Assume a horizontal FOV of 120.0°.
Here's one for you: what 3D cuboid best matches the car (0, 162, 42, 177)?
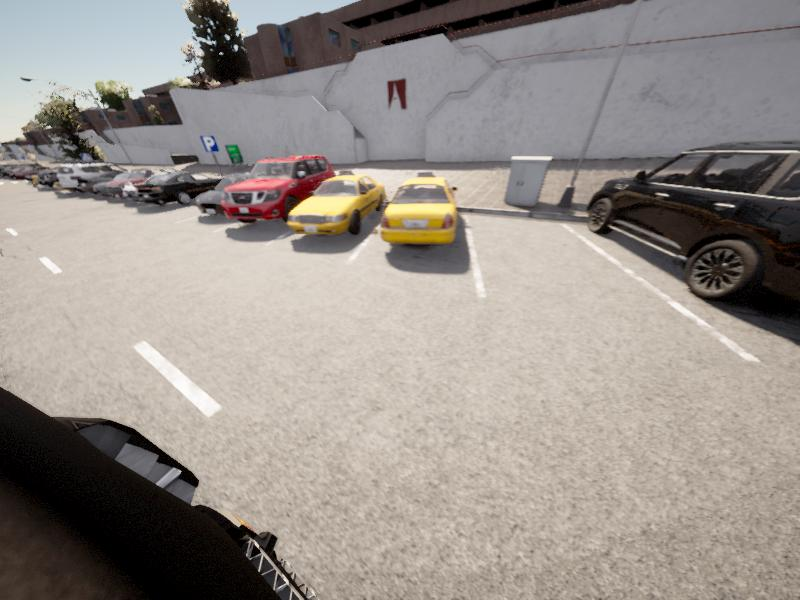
[{"bbox_3d":[-69.323,-23.642,41.696,1.878,1.987,4.442,5,34,9],"label":"car"}]

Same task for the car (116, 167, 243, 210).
[{"bbox_3d":[-12.239,-6.635,13.467,2.097,1.535,5.008,4,33,10],"label":"car"}]

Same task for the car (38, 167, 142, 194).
[{"bbox_3d":[-27.848,-11.033,21.168,1.946,1.575,5.366,4,34,9],"label":"car"}]

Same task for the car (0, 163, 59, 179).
[{"bbox_3d":[-58.988,-20.512,36.704,2.185,1.767,4.553,4,34,9],"label":"car"}]

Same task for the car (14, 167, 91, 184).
[{"bbox_3d":[-43.409,-15.719,29.072,2.163,1.488,4.792,5,34,9],"label":"car"}]

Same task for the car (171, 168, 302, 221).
[{"bbox_3d":[-7.045,-5.121,10.835,2.163,1.488,4.792,4,33,9],"label":"car"}]

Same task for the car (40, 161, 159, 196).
[{"bbox_3d":[-25.225,-10.597,19.905,2.435,2.045,5.566,4,34,9],"label":"car"}]

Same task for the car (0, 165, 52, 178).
[{"bbox_3d":[-64.143,-21.967,39.354,2.231,1.521,4.892,4,34,9],"label":"car"}]

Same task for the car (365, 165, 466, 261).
[{"bbox_3d":[0.769,-3.041,7.060,1.946,1.575,5.366,4,33,10],"label":"car"}]

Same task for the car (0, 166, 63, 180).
[{"bbox_3d":[-56.399,-19.616,35.538,2.002,1.452,4.674,4,34,9],"label":"car"}]

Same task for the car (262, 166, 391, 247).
[{"bbox_3d":[-1.884,-3.583,8.062,1.946,1.575,5.366,4,33,9],"label":"car"}]

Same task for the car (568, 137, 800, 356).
[{"bbox_3d":[5.919,-1.673,4.178,2.435,2.045,5.566,4,33,10],"label":"car"}]

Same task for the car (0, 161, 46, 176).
[{"bbox_3d":[-71.890,-24.518,43.083,2.435,2.045,5.566,4,34,9],"label":"car"}]

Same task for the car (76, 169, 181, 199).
[{"bbox_3d":[-20.016,-8.831,17.430,2.002,1.452,4.674,4,34,9],"label":"car"}]

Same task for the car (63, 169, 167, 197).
[{"bbox_3d":[-22.621,-9.610,18.755,2.163,1.488,4.792,4,34,10],"label":"car"}]

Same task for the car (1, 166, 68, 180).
[{"bbox_3d":[-53.798,-18.831,34.223,2.163,1.488,4.792,5,34,9],"label":"car"}]

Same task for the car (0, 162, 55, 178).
[{"bbox_3d":[-61.547,-21.450,38.050,1.878,1.987,4.442,4,34,9],"label":"car"}]

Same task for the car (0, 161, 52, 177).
[{"bbox_3d":[-66.727,-22.938,40.475,2.435,2.045,5.566,5,34,9],"label":"car"}]

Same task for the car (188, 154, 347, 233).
[{"bbox_3d":[-4.457,-4.617,9.370,2.435,2.045,5.566,4,33,9],"label":"car"}]

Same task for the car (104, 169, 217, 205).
[{"bbox_3d":[-14.827,-7.346,14.809,2.002,1.452,4.674,4,33,9],"label":"car"}]

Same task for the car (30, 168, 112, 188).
[{"bbox_3d":[-35.609,-13.400,25.235,2.002,1.452,4.674,5,34,9],"label":"car"}]

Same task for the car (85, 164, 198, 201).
[{"bbox_3d":[-17.423,-8.244,16.053,2.185,1.767,4.553,4,33,9],"label":"car"}]

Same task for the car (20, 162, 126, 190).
[{"bbox_3d":[-33.019,-12.850,23.754,2.435,2.045,5.566,5,34,9],"label":"car"}]

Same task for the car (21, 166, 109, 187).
[{"bbox_3d":[-38.185,-14.308,26.653,1.946,1.575,5.366,4,34,9],"label":"car"}]
